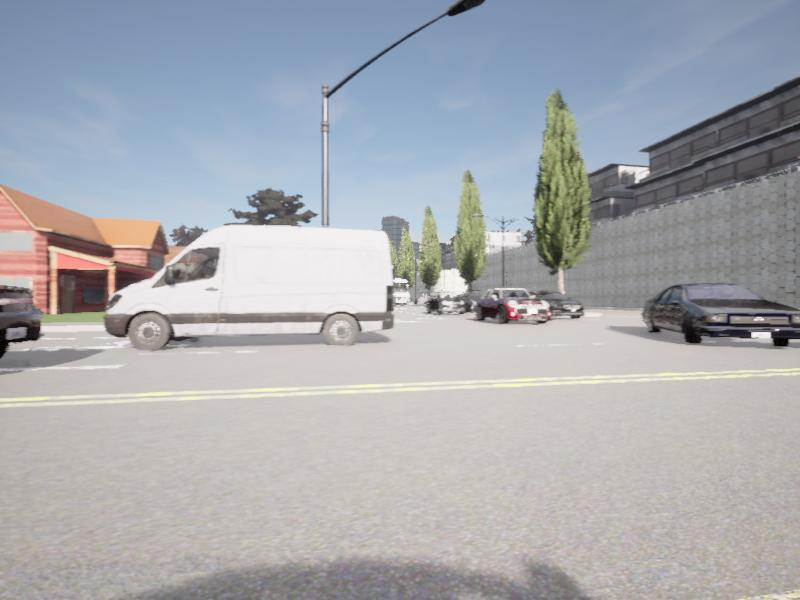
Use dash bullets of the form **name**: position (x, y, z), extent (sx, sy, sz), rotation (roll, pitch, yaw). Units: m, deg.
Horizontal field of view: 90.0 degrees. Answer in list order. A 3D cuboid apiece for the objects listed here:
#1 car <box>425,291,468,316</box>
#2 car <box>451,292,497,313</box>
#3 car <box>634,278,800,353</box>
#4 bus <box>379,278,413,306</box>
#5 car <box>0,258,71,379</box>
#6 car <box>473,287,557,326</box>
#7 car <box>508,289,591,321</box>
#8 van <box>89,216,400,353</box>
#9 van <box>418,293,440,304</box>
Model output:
- **car**: position (3.007, 0.197, 26.409), extent (1.789, 1.549, 3.705), rotation (0, 0, -11)
- **car**: position (5.663, 0.207, 31.215), extent (2.007, 1.525, 4.514), rotation (0, 0, -11)
- **car**: position (7.811, 0.286, 10.256), extent (2.033, 1.411, 5.357), rotation (0, 0, 18)
- **bus**: position (-0.922, -1.173, 66.838), extent (3.944, 4.253, 10.273), rotation (0, 0, -11)
- **car**: position (-7.487, 0.233, 4.910), extent (4.902, 1.511, 2.128), rotation (0, 0, -10)
- **car**: position (4.727, 0.241, 17.048), extent (1.970, 1.475, 3.806), rotation (0, 0, -9)
- **car**: position (7.594, 0.230, 20.940), extent (1.837, 1.490, 4.892), rotation (0, 0, -10)
- **van**: position (-3.113, -0.281, 9.039), extent (5.915, 2.561, 1.988), rotation (0, 0, -11)
- **van**: position (7.117, -0.296, 99.137), extent (1.988, 2.561, 5.915), rotation (0, 2, -39)
